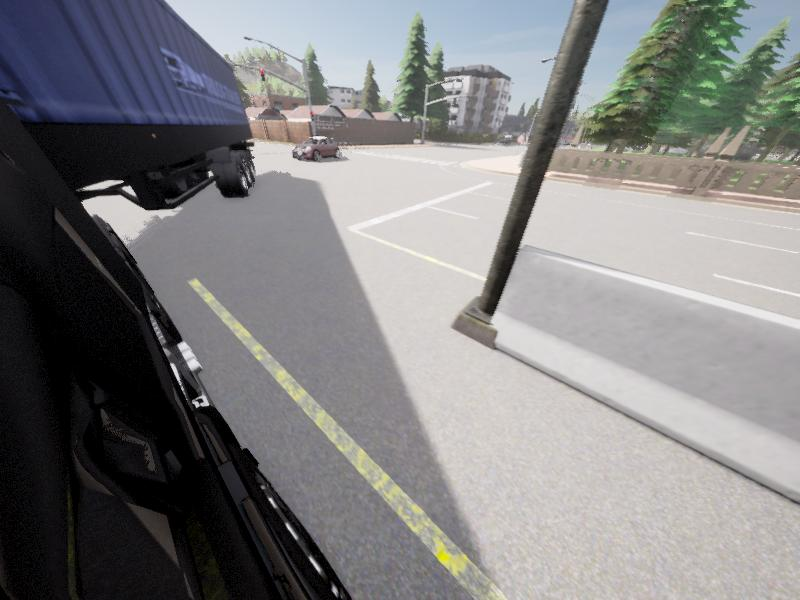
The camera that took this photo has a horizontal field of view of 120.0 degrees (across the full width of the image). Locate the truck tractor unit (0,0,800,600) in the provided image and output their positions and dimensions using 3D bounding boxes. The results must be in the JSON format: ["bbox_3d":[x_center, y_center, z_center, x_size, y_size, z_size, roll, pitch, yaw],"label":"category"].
[{"bbox_3d":[-2.645,-0.295,0.351,6.516,4.208,3.053,28,44,30],"label":"truck tractor unit"}]

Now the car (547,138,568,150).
[{"bbox_3d":[34.215,-33.905,50.148,2.150,2.045,5.566,29,44,31],"label":"car"}]

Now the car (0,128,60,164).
[{"bbox_3d":[-21.264,-8.677,12.905,4.181,1.385,1.994,27,43,29],"label":"car"}]

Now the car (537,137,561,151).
[{"bbox_3d":[29.444,-30.772,45.591,2.150,2.045,5.566,28,43,30],"label":"car"}]

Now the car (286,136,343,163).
[{"bbox_3d":[-6.430,-11.727,17.918,1.970,1.475,3.806,17,39,19],"label":"car"}]

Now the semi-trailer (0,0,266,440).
[{"bbox_3d":[-6.205,-4.564,5.720,2.717,4.402,14.254,-12,39,-17],"label":"semi-trailer"}]

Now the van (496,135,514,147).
[{"bbox_3d":[24.511,-37.071,53.805,2.069,2.038,4.480,29,44,30],"label":"van"}]
